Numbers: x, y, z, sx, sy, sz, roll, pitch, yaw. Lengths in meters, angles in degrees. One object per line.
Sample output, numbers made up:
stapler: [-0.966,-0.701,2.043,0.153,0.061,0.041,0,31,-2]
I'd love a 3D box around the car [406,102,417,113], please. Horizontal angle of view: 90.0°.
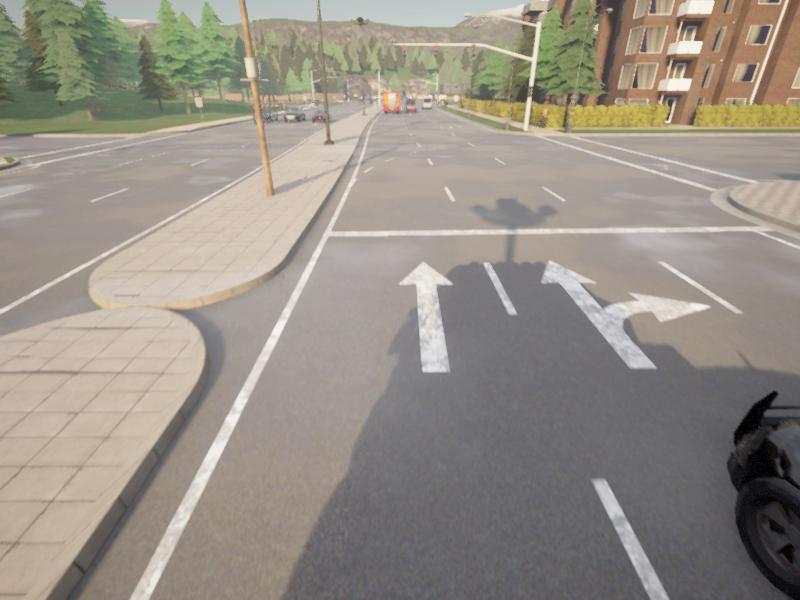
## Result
car: [2.058,-34.862,72.390,1.851,1.617,3.988,0,27,1]

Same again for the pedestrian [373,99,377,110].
pedestrian: [-4.860,-38.152,78.148,0.751,1.860,0.751,-3,27,-5]

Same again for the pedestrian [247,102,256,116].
pedestrian: [-21.559,-27.772,58.111,0.751,1.860,0.751,0,27,1]

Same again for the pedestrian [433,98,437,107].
pedestrian: [8.466,-47.674,96.518,0.751,1.860,0.751,-4,28,-7]

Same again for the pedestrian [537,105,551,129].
pedestrian: [13.034,-16.533,36.140,0.751,1.860,0.751,15,31,26]

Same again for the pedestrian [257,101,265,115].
pedestrian: [-21.409,-29.570,61.595,0.751,1.860,0.751,1,27,2]

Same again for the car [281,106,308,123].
car: [-12.849,-22.737,48.963,2.033,1.649,4.856,-1,27,-1]

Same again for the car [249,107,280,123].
car: [-16.317,-22.432,48.499,2.038,1.542,4.974,0,27,0]

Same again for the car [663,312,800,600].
car: [3.495,1.912,1.198,2.038,1.542,4.974,0,27,0]

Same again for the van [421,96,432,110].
van: [5.637,-41.859,84.912,1.988,2.561,5.915,0,27,0]

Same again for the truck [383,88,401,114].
truck: [-1.358,-34.858,69.984,2.891,3.827,8.468,0,27,0]

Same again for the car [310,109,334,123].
car: [-9.306,-22.094,47.977,1.994,1.385,4.181,0,27,0]

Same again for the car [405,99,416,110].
car: [2.130,-41.871,85.495,2.150,2.045,5.566,0,27,0]

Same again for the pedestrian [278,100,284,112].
pedestrian: [-21.434,-34.965,72.049,0.751,1.860,0.751,0,27,0]
